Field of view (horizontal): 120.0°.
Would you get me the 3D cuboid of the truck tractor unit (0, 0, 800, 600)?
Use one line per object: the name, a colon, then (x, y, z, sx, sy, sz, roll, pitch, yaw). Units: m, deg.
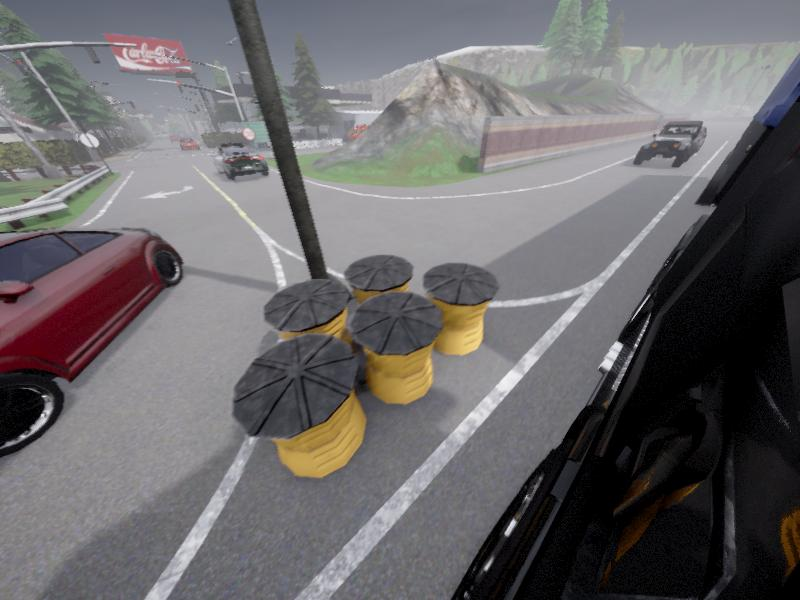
truck tractor unit: (2.645, -0.295, 0.351, 6.516, 4.208, 3.053, -28, 44, -30)

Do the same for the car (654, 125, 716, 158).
car: (19.224, -10.751, 15.578, 3.705, 1.549, 1.789, -28, 44, -30)

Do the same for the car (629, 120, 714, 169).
car: (14.706, -8.490, 12.536, 3.866, 1.878, 1.905, -28, 44, -30)

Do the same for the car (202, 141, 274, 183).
car: (-9.151, -7.864, 12.937, 2.038, 1.542, 4.974, -28, 44, -30)

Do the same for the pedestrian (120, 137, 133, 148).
pedestrian: (-54.584, -31.440, 46.056, 0.751, 1.860, 0.751, 25, 45, 31)

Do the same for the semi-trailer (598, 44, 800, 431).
semi-trailer: (8.698, -3.590, 4.248, 14.254, 4.402, 2.717, -28, 44, -30)

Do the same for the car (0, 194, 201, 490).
car: (-4.580, 0.119, 2.558, 1.994, 1.385, 4.181, -10, 38, -11)

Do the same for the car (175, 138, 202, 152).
car: (-32.338, -23.774, 35.285, 2.242, 1.667, 4.611, -27, 43, -31)

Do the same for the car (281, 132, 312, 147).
car: (-17.108, -26.653, 38.318, 3.866, 1.878, 1.905, -28, 44, -30)

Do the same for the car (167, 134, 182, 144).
car: (-63.425, -45.241, 64.952, 2.150, 2.045, 5.566, -28, 44, -30)
